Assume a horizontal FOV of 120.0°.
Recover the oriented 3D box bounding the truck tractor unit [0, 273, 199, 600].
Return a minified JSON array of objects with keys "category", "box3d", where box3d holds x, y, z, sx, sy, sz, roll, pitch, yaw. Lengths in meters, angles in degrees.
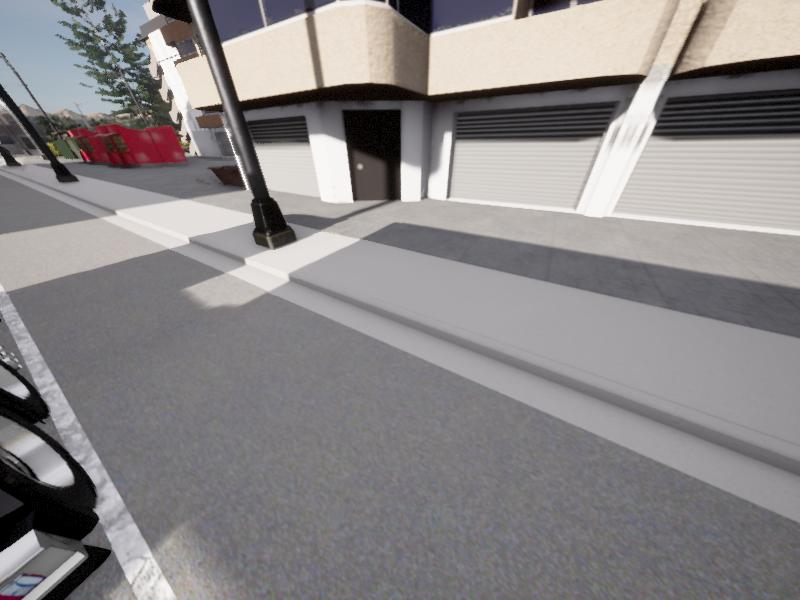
[{"category":"truck tractor unit","box3d":[-5.122,-0.291,0.749,6.516,4.208,3.053,18,39,23]}]
